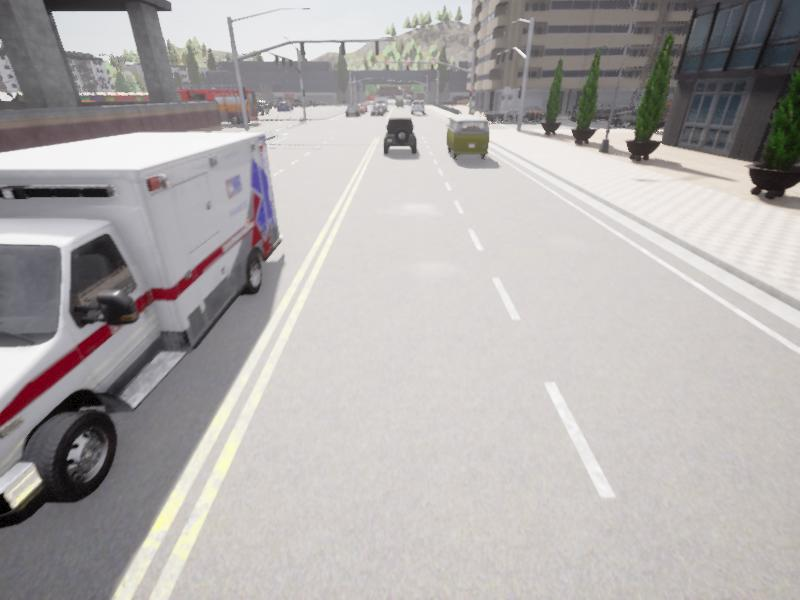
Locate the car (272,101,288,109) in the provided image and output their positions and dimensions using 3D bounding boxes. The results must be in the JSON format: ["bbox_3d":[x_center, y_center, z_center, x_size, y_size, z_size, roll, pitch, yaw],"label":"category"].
[{"bbox_3d":[-26.646,-43.498,89.093,2.033,1.415,5.357,0,27,0],"label":"car"}]

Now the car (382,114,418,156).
[{"bbox_3d":[0.007,-9.570,23.058,1.905,1.878,3.866,0,27,0],"label":"car"}]

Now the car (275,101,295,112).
[{"bbox_3d":[-21.078,-35.547,73.521,2.242,1.667,4.611,0,27,0],"label":"car"}]

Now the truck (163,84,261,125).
[{"bbox_3d":[-19.951,-20.950,42.979,8.468,3.827,2.891,0,27,1],"label":"truck"}]

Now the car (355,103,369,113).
[{"bbox_3d":[-6.971,-35.295,73.361,2.163,1.488,4.792,0,27,0],"label":"car"}]

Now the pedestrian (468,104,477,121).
[{"bbox_3d":[8.577,-22.281,47.516,0.751,1.860,0.751,-3,27,-6],"label":"pedestrian"}]

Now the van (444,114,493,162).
[{"bbox_3d":[3.505,-8.752,21.353,1.775,1.987,4.442,0,27,0],"label":"van"}]

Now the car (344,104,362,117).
[{"bbox_3d":[-6.977,-28.268,59.574,2.033,1.649,4.856,0,27,0],"label":"car"}]

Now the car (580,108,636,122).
[{"bbox_3d":[24.301,-21.758,46.942,5.357,1.411,2.033,0,27,0],"label":"car"}]

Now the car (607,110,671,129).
[{"bbox_3d":[22.372,-16.980,37.557,4.514,1.525,2.007,0,27,0],"label":"car"}]

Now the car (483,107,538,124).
[{"bbox_3d":[11.977,-20.150,43.629,5.238,1.638,1.930,-1,27,-2],"label":"car"}]

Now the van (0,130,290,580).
[{"bbox_3d":[-3.505,-0.576,5.078,2.351,2.431,6.366,0,27,0],"label":"van"}]

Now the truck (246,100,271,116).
[{"bbox_3d":[-21.121,-28.878,60.032,2.069,2.038,4.478,0,27,0],"label":"truck"}]

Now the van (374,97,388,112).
[{"bbox_3d":[-3.473,-36.665,74.949,2.351,2.431,6.366,0,27,0],"label":"van"}]

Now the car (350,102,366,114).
[{"bbox_3d":[-6.974,-31.925,66.496,2.097,1.767,4.553,0,27,0],"label":"car"}]

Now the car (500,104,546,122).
[{"bbox_3d":[14.379,-21.957,46.950,4.553,1.767,2.097,1,27,2],"label":"car"}]

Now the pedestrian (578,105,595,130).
[{"bbox_3d":[15.560,-15.222,33.441,0.751,1.860,0.751,0,27,-1],"label":"pedestrian"}]

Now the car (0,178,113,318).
[{"bbox_3d":[-7.002,-0.438,5.754,1.801,1.575,5.366,0,27,0],"label":"car"}]

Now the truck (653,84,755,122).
[{"bbox_3d":[34.915,-22.820,46.290,8.468,3.827,2.891,0,27,1],"label":"truck"}]

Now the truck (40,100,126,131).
[{"bbox_3d":[-29.133,-17.084,37.020,5.204,2.467,2.627,0,27,0],"label":"truck"}]

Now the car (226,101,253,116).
[{"bbox_3d":[-24.016,-28.760,60.027,1.932,1.855,4.605,0,27,0],"label":"car"}]

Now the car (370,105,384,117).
[{"bbox_3d":[-3.476,-28.883,61.018,1.970,1.475,3.806,0,27,0],"label":"car"}]

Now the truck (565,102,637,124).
[{"bbox_3d":[21.812,-20.458,43.674,6.274,2.098,2.390,0,27,0],"label":"truck"}]

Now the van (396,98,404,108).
[{"bbox_3d":[0.037,-45.587,92.693,1.775,1.987,4.442,0,27,0],"label":"van"}]

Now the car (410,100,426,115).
[{"bbox_3d":[2.818,-30.779,63.949,2.150,2.045,5.566,0,27,0],"label":"car"}]
